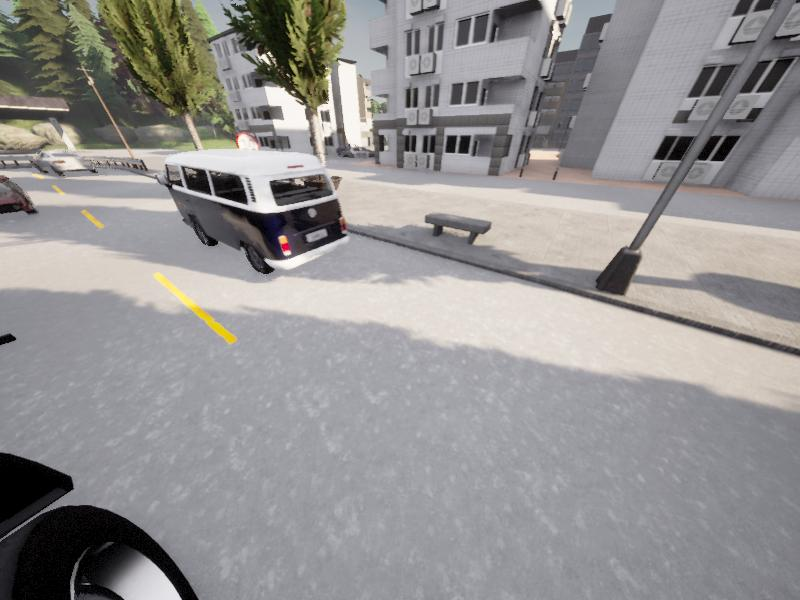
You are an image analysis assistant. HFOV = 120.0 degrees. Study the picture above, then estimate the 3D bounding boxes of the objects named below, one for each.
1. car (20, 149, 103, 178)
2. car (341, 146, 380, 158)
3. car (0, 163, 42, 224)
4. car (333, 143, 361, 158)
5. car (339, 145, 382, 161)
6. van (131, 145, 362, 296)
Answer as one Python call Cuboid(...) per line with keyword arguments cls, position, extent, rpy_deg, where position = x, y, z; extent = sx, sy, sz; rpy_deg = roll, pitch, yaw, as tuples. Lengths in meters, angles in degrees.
Cuboid(cls="car", position=(-23.682, -9.659, 16.198), extent=(4.674, 1.442, 1.812), rpy_deg=(15, 38, 20))
Cuboid(cls="car", position=(-5.112, -19.179, 29.830), extent=(4.536, 1.218, 1.853), rpy_deg=(-15, 38, -20))
Cuboid(cls="car", position=(-14.331, -3.581, 7.702), extent=(4.181, 1.385, 1.994), rpy_deg=(23, 41, 28))
Cuboid(cls="car", position=(-7.156, -20.358, 31.338), extent=(1.845, 1.501, 3.633), rpy_deg=(-29, 44, -34))
Cuboid(cls="car", position=(-5.066, -19.063, 29.939), extent=(4.974, 1.542, 2.038), rpy_deg=(-15, 38, -20))
Cuboid(cls="van", position=(-3.314, -2.149, 5.174), extent=(4.480, 2.038, 2.069), rpy_deg=(22, 41, 27))
